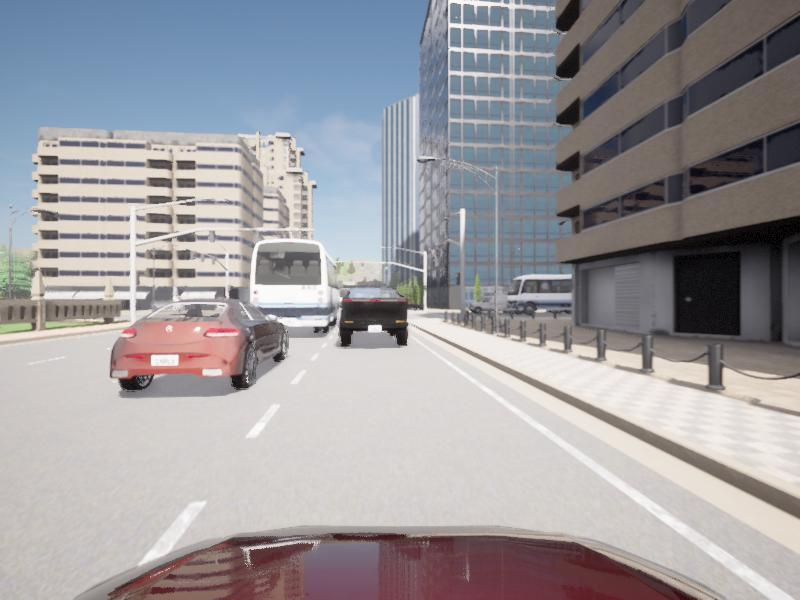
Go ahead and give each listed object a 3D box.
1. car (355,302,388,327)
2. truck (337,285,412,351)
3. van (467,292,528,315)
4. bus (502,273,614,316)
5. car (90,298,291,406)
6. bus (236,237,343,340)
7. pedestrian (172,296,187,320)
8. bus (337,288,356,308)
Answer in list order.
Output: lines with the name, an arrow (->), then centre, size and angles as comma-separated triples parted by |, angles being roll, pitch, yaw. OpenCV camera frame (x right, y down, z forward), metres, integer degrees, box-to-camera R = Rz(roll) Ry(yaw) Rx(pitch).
car -> -1.758, 0.886, 25.842 | 1.816, 1.474, 4.193 | 0, 0, 0
truck -> -1.099, 0.563, 15.897 | 2.390, 2.098, 6.274 | 0, 0, -5
van -> 10.946, 0.378, 45.217 | 6.366, 2.431, 2.351 | 0, 0, -5
bus -> 16.392, -0.539, 42.089 | 10.273, 4.253, 3.944 | 0, 0, -5
car -> -3.896, 0.793, 8.690 | 2.152, 1.651, 5.027 | 0, 0, -6
bus -> -5.311, -0.503, 21.798 | 3.944, 4.253, 10.273 | 0, 0, -6
pedestrian -> -17.489, 0.634, 31.715 | 0.751, 1.860, 0.751 | 0, 0, -3
bus -> -12.235, -0.422, 91.718 | 3.944, 4.253, 10.273 | 0, 0, -6
